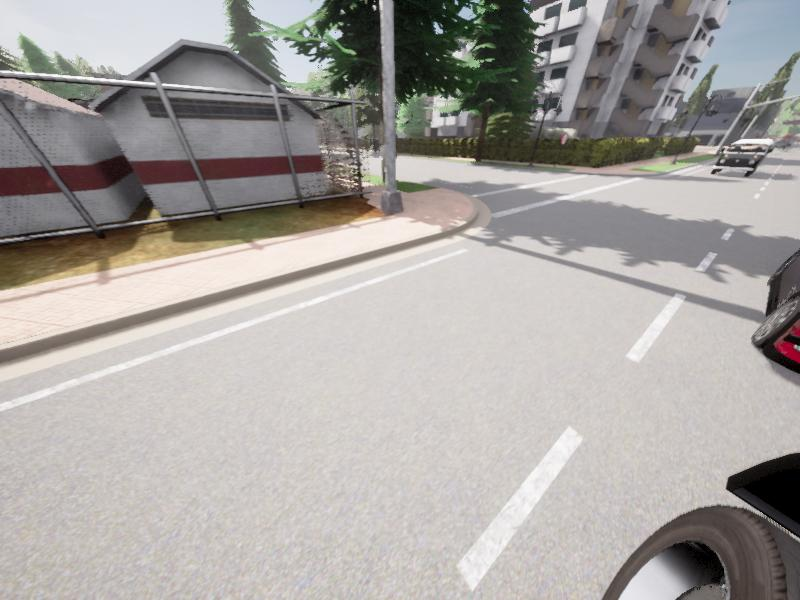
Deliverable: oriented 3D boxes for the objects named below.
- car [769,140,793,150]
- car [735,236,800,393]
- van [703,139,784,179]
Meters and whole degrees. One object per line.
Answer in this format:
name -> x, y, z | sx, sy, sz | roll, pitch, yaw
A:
car -> 73.722, -30.068, 44.690 | 3.705, 1.549, 1.789 | -22, 41, -28
car -> 6.128, 0.006, 2.576 | 3.806, 1.475, 1.970 | -22, 41, -28
van -> 23.365, -9.705, 15.744 | 4.480, 2.038, 2.069 | -22, 41, -28
